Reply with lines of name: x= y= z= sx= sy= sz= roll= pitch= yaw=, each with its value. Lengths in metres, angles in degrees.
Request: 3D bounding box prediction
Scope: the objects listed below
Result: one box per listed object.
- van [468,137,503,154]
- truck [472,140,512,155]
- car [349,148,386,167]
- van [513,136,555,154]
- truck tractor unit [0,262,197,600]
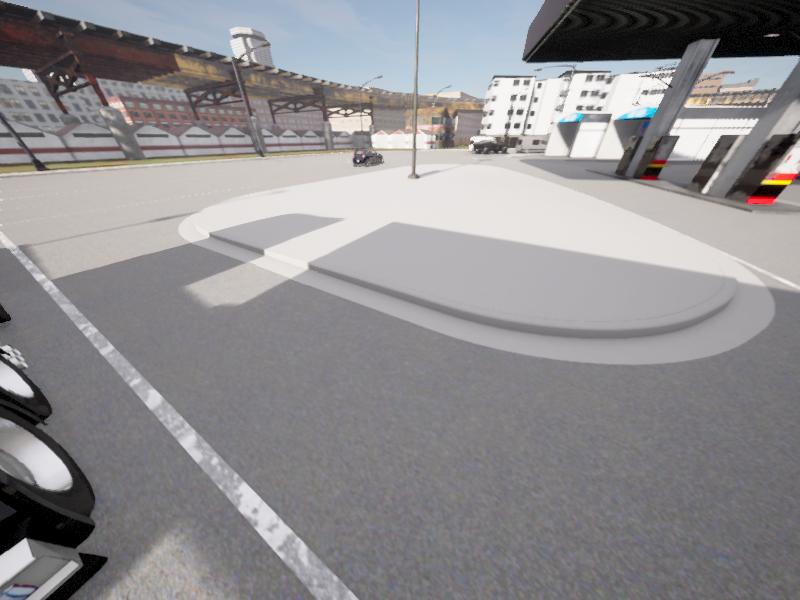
van: x=15.869 y=-28.826 z=43.037 sx=5.915 sy=2.561 sz=1.988 roll=-13 pitch=36 yaw=-17
truck: x=15.890 y=-26.500 z=40.081 sx=6.274 sy=2.098 sz=2.390 roll=-15 pitch=37 yaw=-20
car: x=-3.288 y=-14.928 z=24.132 sx=1.845 sy=1.501 sz=3.633 roll=18 pitch=39 yaw=24
van: x=24.034 y=-27.850 z=41.565 sx=5.915 sy=2.561 sz=1.988 roll=-6 pitch=35 yaw=-7
truck tractor unit: x=-5.108 y=-0.303 z=0.784 sx=6.516 sy=4.208 sz=3.053 roll=18 pitch=39 yaw=24
